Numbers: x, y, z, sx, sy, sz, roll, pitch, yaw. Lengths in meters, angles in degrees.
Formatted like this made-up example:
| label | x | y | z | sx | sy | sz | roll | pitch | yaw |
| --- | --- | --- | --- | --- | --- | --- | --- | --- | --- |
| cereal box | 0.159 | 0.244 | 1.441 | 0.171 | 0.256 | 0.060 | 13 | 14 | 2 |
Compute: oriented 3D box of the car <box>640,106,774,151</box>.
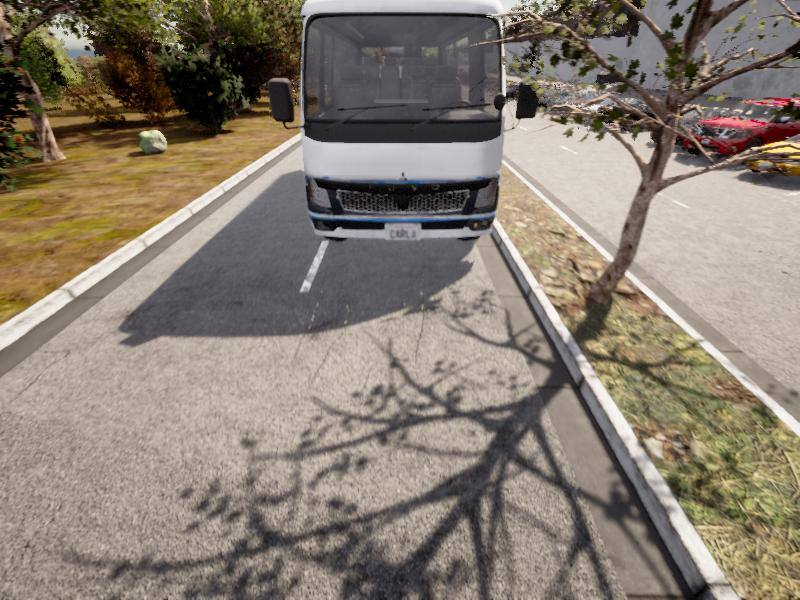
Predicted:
| label | x | y | z | sx | sy | sz | roll | pitch | yaw |
| --- | --- | --- | --- | --- | --- | --- | --- | --- | --- |
| car | 13.790 | -7.797 | 18.066 | 4.792 | 1.488 | 2.163 | -10 | 32 | -18 |

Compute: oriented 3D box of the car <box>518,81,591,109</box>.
| label | x | y | z | sx | sy | sz | roll | pitch | yaw |
| --- | --- | --- | --- | --- | --- | --- | --- | --- | --- |
| car | 13.855 | -18.580 | 36.135 | 5.566 | 2.045 | 2.435 | -10 | 32 | -18 |

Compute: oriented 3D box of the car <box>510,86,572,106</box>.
| label | x | y | z | sx | sy | sz | roll | pitch | yaw |
| --- | --- | --- | --- | --- | --- | --- | --- | --- | --- |
| car | 13.656 | -19.848 | 38.784 | 5.366 | 1.575 | 1.946 | -10 | 32 | -18 |

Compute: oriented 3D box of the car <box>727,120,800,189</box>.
| label | x | y | z | sx | sy | sz | roll | pitch | yaw |
| --- | --- | --- | --- | --- | --- | --- | --- | --- | --- |
| car | 13.639 | -4.801 | 12.803 | 5.366 | 1.575 | 1.946 | -10 | 32 | -18 |

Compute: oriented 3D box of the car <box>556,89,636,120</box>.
| label | x | y | z | sx | sy | sz | roll | pitch | yaw |
| --- | --- | --- | --- | --- | --- | --- | --- | --- | --- |
| car | 13.854 | -13.939 | 28.408 | 4.553 | 1.767 | 2.185 | -10 | 32 | -18 |

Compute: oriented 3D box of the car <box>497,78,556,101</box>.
| label | x | y | z | sx | sy | sz | roll | pitch | yaw |
| --- | --- | --- | --- | --- | --- | --- | --- | --- | --- |
| car | 13.808 | -23.133 | 43.875 | 5.566 | 2.045 | 2.435 | -10 | 33 | -17 |

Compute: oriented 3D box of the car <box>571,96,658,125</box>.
| label | x | y | z | sx | sy | sz | roll | pitch | yaw |
| --- | --- | --- | --- | --- | --- | --- | --- | --- | --- |
| car | 13.823 | -12.289 | 25.885 | 4.674 | 1.452 | 2.002 | -10 | 32 | -18 |

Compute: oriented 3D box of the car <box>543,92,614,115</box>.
| label | x | y | z | sx | sy | sz | roll | pitch | yaw |
| --- | --- | --- | --- | --- | --- | --- | --- | --- | --- |
| car | 13.826 | -15.292 | 31.079 | 4.674 | 1.452 | 2.002 | -10 | 32 | -18 |

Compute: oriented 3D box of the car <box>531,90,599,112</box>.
| label | x | y | z | sx | sy | sz | roll | pitch | yaw |
| --- | --- | --- | --- | --- | --- | --- | --- | --- | --- |
| car | 13.850 | -16.825 | 33.686 | 4.792 | 1.488 | 2.163 | -10 | 32 | -18 |

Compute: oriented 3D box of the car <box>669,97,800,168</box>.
| label | x | y | z | sx | sy | sz | roll | pitch | yaw |
| --- | --- | --- | --- | --- | --- | --- | --- | --- | --- |
| car | 13.794 | -6.539 | 15.324 | 5.566 | 2.045 | 2.435 | -10 | 32 | -18 |

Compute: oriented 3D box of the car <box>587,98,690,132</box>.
| label | x | y | z | sx | sy | sz | roll | pitch | yaw |
| --- | --- | --- | --- | --- | --- | --- | --- | --- | --- |
| car | 13.812 | -10.824 | 23.266 | 5.008 | 1.535 | 2.097 | -10 | 31 | -18 |

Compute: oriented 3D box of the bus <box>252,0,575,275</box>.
| label | x | y | z | sx | sy | sz | roll | pitch | yaw |
| --- | --- | --- | --- | --- | --- | --- | --- | --- | --- |
| bus | 0.143 | -4.841 | 10.146 | 3.944 | 4.253 | 10.273 | 0 | 30 | 0 |
